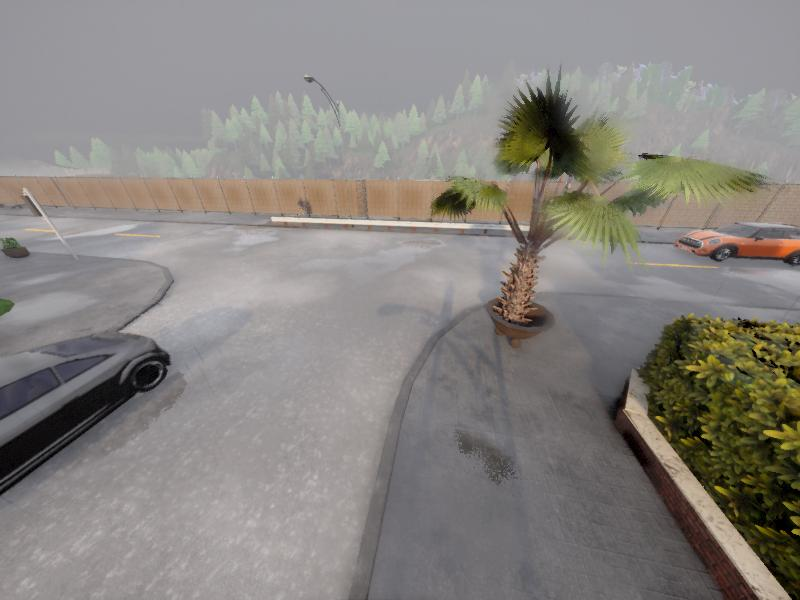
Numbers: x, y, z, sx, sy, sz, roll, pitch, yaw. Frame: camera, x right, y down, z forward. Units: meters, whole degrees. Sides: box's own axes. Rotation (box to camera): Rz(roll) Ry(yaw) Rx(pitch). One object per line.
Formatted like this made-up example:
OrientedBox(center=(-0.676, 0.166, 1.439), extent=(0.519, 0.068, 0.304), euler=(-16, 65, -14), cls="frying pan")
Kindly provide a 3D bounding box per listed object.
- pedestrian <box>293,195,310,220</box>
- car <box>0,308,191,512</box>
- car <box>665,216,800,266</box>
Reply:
OrientedBox(center=(-8.419, -7.897, 19.774), extent=(0.751, 1.860, 0.751), euler=(6, 30, 10), cls="pedestrian")
OrientedBox(center=(-6.374, 1.884, 3.580), extent=(1.994, 1.385, 4.181), euler=(5, 30, 8), cls="car")
OrientedBox(center=(17.471, -3.080, 11.753), extent=(4.553, 1.767, 2.097), euler=(5, 30, 9), cls="car")
